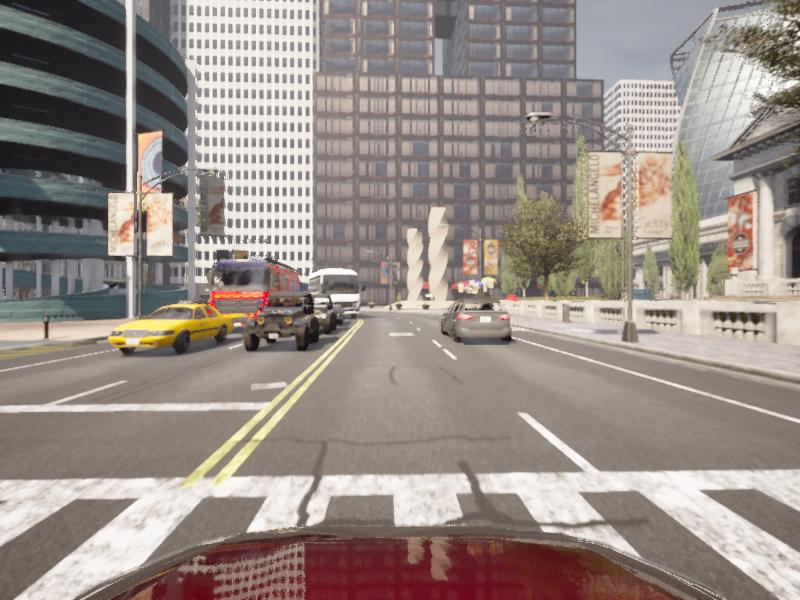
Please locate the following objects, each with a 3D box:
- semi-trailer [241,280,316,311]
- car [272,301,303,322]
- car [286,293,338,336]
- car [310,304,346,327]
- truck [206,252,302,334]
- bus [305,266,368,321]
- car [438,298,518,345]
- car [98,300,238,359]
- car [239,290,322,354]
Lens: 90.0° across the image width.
[{"bbox_3d":[-19.404,-0.638,63.073,14.254,4.402,2.717,0,-1,33],"label":"semi-trailer"},{"bbox_3d":[-8.720,0.821,31.409,2.038,1.542,4.974,0,0,-12],"label":"car"},{"bbox_3d":[-4.180,0.642,19.665,1.905,1.878,3.866,0,0,-3],"label":"car"},{"bbox_3d":[-4.557,0.939,25.969,1.895,1.301,4.718,0,0,-5],"label":"car"},{"bbox_3d":[-7.810,-0.325,22.799,2.891,3.827,8.468,0,0,-4],"label":"truck"},{"bbox_3d":[-6.151,-0.543,36.534,3.944,4.253,10.273,0,0,-19],"label":"bus"},{"bbox_3d":[2.994,0.752,16.561,2.242,1.667,4.611,0,0,-2],"label":"car"},{"bbox_3d":[-7.382,0.800,13.545,1.801,1.575,5.366,0,0,-2],"label":"car"},{"bbox_3d":[-3.900,0.644,13.787,1.905,1.878,3.866,0,0,-3],"label":"car"}]
